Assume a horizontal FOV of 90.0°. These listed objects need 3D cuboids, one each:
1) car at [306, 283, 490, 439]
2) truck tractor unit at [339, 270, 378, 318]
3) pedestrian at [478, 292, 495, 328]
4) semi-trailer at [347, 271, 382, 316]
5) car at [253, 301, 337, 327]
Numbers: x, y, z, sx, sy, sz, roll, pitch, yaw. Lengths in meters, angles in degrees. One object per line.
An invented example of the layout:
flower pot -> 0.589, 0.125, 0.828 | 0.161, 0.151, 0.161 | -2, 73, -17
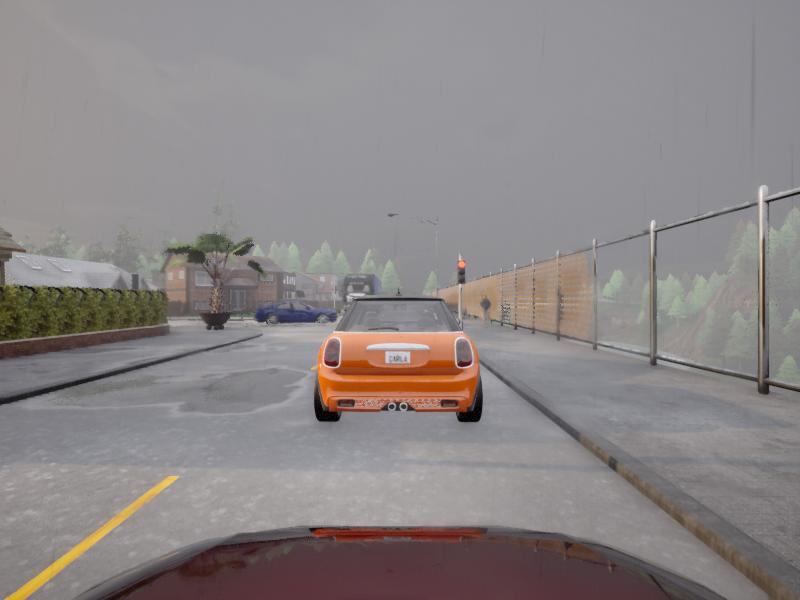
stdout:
car -> -0.001, 0.694, 6.836 | 2.097, 1.767, 4.553 | 0, 0, 1
truck tractor unit -> -3.811, -0.514, 38.476 | 3.053, 4.208, 6.516 | 0, 0, 0
pedestrian -> 4.551, 0.533, 21.188 | 0.751, 1.860, 0.751 | 0, 0, 1
semi-trailer -> -3.782, -0.618, 46.390 | 2.717, 4.402, 14.254 | 0, 0, 0
car -> -6.567, 0.823, 25.443 | 5.008, 1.535, 1.882 | 0, 1, -11
